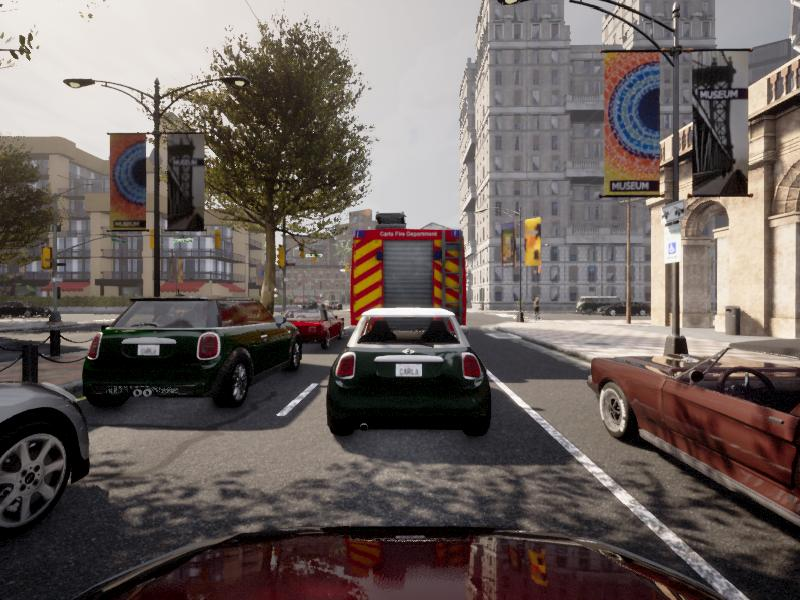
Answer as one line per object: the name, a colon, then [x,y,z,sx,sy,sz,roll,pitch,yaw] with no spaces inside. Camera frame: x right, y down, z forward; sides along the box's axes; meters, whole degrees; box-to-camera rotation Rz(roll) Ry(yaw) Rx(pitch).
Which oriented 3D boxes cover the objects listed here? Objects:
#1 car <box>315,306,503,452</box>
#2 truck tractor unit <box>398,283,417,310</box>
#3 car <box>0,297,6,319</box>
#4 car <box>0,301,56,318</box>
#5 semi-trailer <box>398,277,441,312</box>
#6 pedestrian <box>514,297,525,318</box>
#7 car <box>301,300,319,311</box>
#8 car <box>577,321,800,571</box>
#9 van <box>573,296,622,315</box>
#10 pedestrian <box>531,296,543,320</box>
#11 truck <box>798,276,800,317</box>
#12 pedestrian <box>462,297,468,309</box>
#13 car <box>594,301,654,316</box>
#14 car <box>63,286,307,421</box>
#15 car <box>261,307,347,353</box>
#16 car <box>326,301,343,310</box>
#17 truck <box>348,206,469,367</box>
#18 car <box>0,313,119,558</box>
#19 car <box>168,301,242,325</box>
car: [0.119,0.853,6.110,1.970,1.475,3.806,0,0,1]
truck tractor unit: [1.261,-0.516,65.335,3.053,4.208,6.516,0,0,2]
car: [-35.827,0.646,33.530,3.866,1.878,1.905,0,0,2]
car: [-35.042,0.844,37.036,4.892,1.490,1.837,0,0,1]
semi-trailer: [2.403,-0.618,57.545,2.717,4.402,14.254,0,0,-12]
pedestrian: [10.309,0.637,34.488,0.751,1.860,0.751,0,0,-3]
car: [-13.798,0.815,61.323,1.789,1.549,3.705,0,0,1]
car: [3.308,0.938,3.058,1.895,1.301,4.718,0,0,1]
van: [21.300,0.599,43.240,4.442,1.987,1.775,0,0,1]
pedestrian: [11.002,0.637,32.118,0.751,1.860,0.751,0,0,5]
truck: [41.364,-0.321,35.831,8.468,3.827,2.891,0,0,1]
pedestrian: [10.485,0.485,64.514,0.751,1.860,0.751,0,0,2]
car: [22.181,0.844,39.726,4.892,1.490,1.837,0,0,1]
car: [-3.355,0.694,7.527,2.097,1.767,4.553,0,0,1]
car: [-3.218,0.944,14.445,1.895,1.301,4.718,0,0,1]
car: [-10.261,0.853,63.188,1.970,1.475,3.806,0,0,1]
truck: [0.274,-0.321,13.781,2.891,3.827,8.468,0,0,1]
car: [-3.473,0.853,1.600,1.970,1.475,3.806,0,0,1]
car: [-13.613,0.829,28.316,2.007,1.525,4.514,0,0,23]
